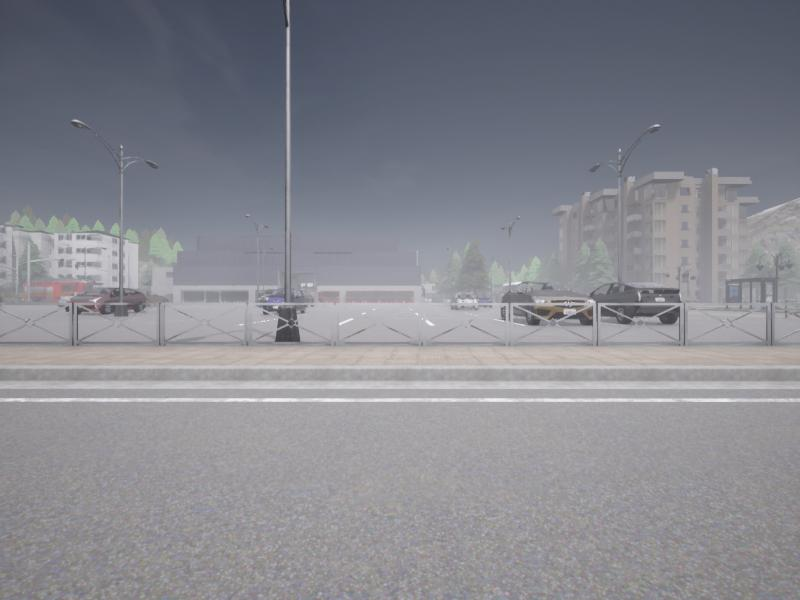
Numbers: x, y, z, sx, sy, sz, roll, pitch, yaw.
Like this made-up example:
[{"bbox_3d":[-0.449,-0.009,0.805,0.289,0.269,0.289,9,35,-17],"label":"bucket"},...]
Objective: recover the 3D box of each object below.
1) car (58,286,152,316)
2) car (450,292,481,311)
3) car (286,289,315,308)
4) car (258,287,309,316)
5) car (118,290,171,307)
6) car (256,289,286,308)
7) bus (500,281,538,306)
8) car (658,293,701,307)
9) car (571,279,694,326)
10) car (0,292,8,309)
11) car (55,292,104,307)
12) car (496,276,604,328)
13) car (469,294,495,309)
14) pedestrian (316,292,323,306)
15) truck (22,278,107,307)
[{"bbox_3d":[-16.521,0.041,22.769,2.007,1.523,4.514,0,0,0],"label":"car"},{"bbox_3d":[5.426,0.128,33.796,1.970,1.475,3.806,0,0,0],"label":"car"},{"bbox_3d":[-10.205,-0.159,41.299,1.932,1.855,4.605,0,0,0],"label":"car"},{"bbox_3d":[-6.528,0.063,22.762,1.845,1.501,3.633,0,0,0],"label":"car"},{"bbox_3d":[-25.903,-0.103,40.831,2.152,1.636,5.027,0,0,0],"label":"car"},{"bbox_3d":[-13.109,-0.180,40.877,1.905,1.878,3.866,0,0,0],"label":"car"},{"bbox_3d":[22.008,-1.139,74.763,3.944,4.253,10.273,0,0,-1],"label":"bus"},{"bbox_3d":[38.456,0.037,55.191,4.605,1.855,1.932,0,0,-1],"label":"car"},{"bbox_3d":[8.481,0.083,15.194,2.007,1.523,4.514,0,0,0],"label":"car"},{"bbox_3d":[-35.957,0.041,33.423,2.007,1.523,4.514,0,0,0],"label":"car"},{"bbox_3d":[-32.319,-0.024,40.485,1.970,1.475,3.806,0,0,0],"label":"car"},{"bbox_3d":[5.345,0.074,15.130,2.152,1.636,5.027,0,0,0],"label":"car"},{"bbox_3d":[8.379,0.117,41.228,1.845,1.501,3.633,0,0,0],"label":"car"},{"bbox_3d":[-10.241,-0.130,51.003,0.751,1.860,0.751,0,0,0],"label":"pedestrian"},{"bbox_3d":[-45.662,-0.940,54.728,8.468,3.827,2.891,0,0,-12],"label":"truck"}]
